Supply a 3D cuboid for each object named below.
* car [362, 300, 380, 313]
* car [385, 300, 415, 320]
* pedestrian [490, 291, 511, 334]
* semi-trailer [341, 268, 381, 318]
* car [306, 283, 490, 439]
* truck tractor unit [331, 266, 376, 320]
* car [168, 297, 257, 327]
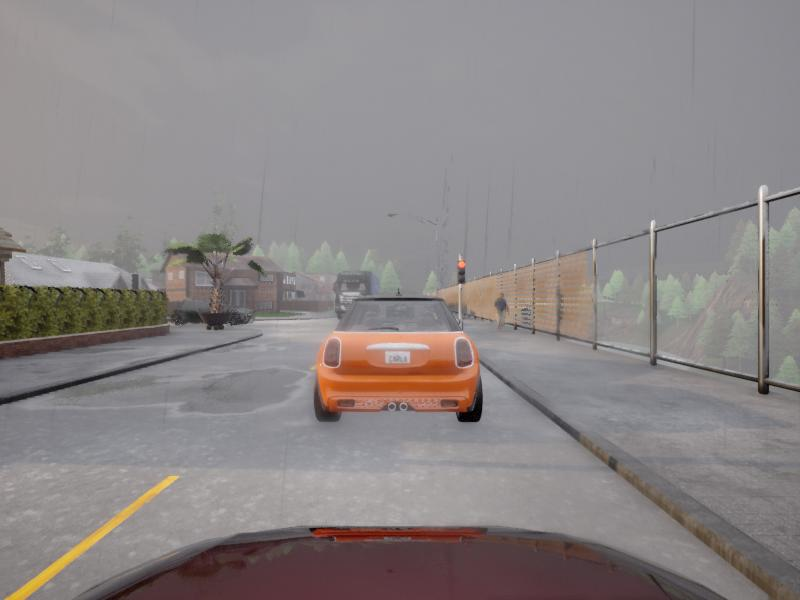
[{"bbox_3d":[-3.750,0.771,52.793,1.930,1.638,5.238,0,0,0],"label":"car"},{"bbox_3d":[0.078,0.823,34.513,1.882,1.535,5.008,0,0,8],"label":"car"},{"bbox_3d":[4.471,0.533,17.789,0.751,1.860,0.751,0,0,1],"label":"pedestrian"},{"bbox_3d":[-3.799,-0.618,42.510,2.717,4.402,14.254,0,0,0],"label":"semi-trailer"},{"bbox_3d":[-0.001,0.694,6.836,2.097,1.767,4.553,0,0,1],"label":"car"},{"bbox_3d":[-3.832,-0.514,34.597,3.053,4.208,6.516,0,0,0],"label":"truck tractor unit"},{"bbox_3d":[-11.508,0.694,24.850,4.553,1.767,2.097,0,0,-3],"label":"car"}]
